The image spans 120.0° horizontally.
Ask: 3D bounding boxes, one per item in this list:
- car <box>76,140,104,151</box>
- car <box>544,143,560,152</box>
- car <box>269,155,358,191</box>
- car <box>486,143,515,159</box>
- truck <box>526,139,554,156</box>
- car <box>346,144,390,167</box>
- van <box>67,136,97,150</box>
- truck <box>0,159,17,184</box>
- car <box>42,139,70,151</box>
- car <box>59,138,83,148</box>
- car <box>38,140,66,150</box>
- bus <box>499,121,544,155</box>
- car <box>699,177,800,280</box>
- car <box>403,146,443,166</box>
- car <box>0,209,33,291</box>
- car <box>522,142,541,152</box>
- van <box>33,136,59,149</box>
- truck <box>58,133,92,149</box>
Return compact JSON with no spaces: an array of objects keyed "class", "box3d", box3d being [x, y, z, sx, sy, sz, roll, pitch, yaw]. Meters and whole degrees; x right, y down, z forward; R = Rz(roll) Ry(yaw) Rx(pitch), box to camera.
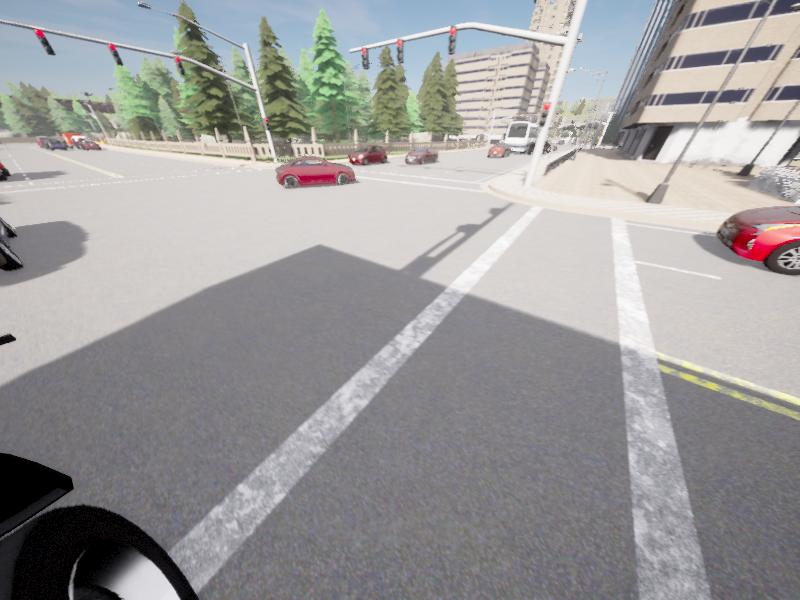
[{"class":"car","box3d":[-53.884,-26.843,40.138,3.806,1.475,1.970,22,41,28]},{"class":"car","box3d":[30.784,-30.920,46.814,1.994,1.385,4.181,22,41,28]},{"class":"car","box3d":[-4.673,-7.114,12.751,4.181,1.385,1.994,-14,38,-19]},{"class":"car","box3d":[14.006,-20.812,32.116,2.152,1.651,5.027,22,40,27]},{"class":"truck","box3d":[22.686,-24.663,37.241,2.390,2.098,6.274,23,41,29]},{"class":"car","box3d":[-2.995,-13.991,22.304,1.851,1.617,3.988,24,41,29]},{"class":"van","box3d":[-59.002,-29.163,42.886,4.480,2.038,2.069,22,41,28]},{"class":"truck","box3d":[-25.053,-8.105,12.977,5.204,2.467,2.627,23,41,27]},{"class":"car","box3d":[-58.356,-26.259,39.154,3.988,1.617,1.851,22,41,28]},{"class":"car","box3d":[-70.835,-33.821,49.731,4.856,1.649,2.033,22,41,28]},{"class":"car","box3d":[-63.894,-28.432,42.364,5.357,1.411,2.033,22,41,28]},{"class":"bus","box3d":[21.022,-27.744,39.723,3.944,4.253,10.273,22,41,28]},{"class":"car","box3d":[9.453,-1.057,4.168,4.514,1.525,2.007,23,41,29]},{"class":"car","box3d":[2.405,-14.765,23.593,1.812,1.442,4.674,22,41,28]},{"class":"car","box3d":[-9.556,-1.427,4.411,5.238,1.638,1.930,22,41,28]},{"class":"car","box3d":[26.997,-31.395,47.329,2.128,1.511,4.902,22,41,28]},{"class":"van","box3d":[-69.714,-31.048,45.501,4.442,1.987,1.775,22,41,28]},{"class":"truck","box3d":[-64.685,-31.659,45.997,5.204,2.467,2.627,22,41,28]}]
